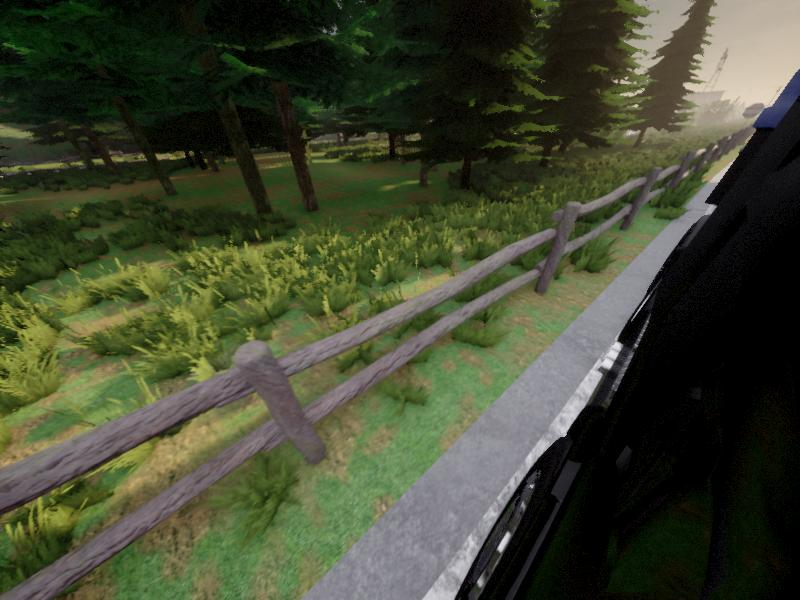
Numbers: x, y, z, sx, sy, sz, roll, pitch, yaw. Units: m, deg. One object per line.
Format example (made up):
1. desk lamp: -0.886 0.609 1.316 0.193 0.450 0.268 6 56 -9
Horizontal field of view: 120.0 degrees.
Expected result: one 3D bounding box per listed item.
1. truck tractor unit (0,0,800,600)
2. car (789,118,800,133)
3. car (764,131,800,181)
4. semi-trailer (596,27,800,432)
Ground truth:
1. truck tractor unit: 2.645 -0.295 0.351 6.516 4.208 3.053 -28 44 -30
2. car: 47.155 -20.213 26.430 4.902 1.511 2.128 -25 42 -27
3. car: 16.855 -5.771 9.147 4.181 1.385 1.994 -25 42 -27
4. semi-trailer: 8.816 -3.522 4.108 14.254 4.402 2.717 -27 43 -28
